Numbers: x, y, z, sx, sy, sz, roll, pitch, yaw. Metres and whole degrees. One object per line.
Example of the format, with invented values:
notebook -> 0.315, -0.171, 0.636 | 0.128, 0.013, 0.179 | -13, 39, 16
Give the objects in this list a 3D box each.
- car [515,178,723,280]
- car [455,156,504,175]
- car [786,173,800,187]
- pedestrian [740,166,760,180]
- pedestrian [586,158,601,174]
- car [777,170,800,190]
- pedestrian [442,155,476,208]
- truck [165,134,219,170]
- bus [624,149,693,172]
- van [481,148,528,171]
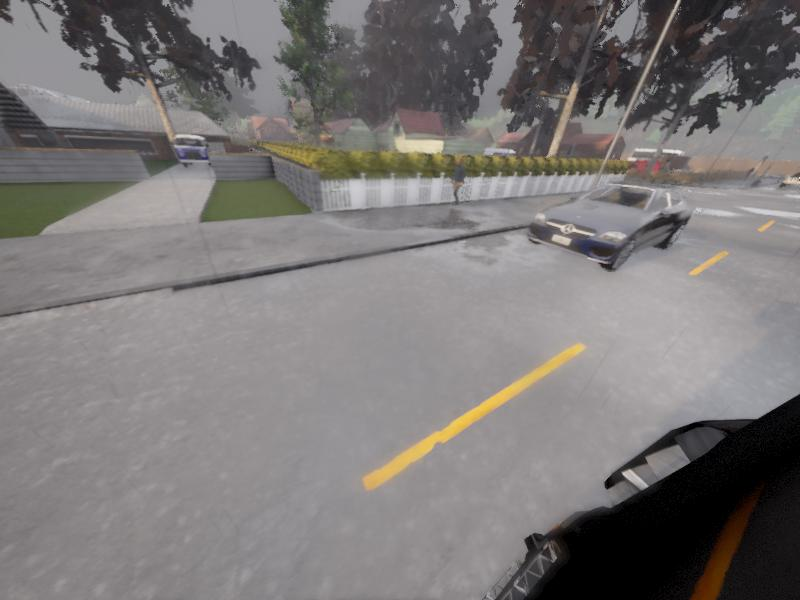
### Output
car -> 5.982, -2.277, 6.373 | 5.027, 1.651, 2.152 | -16, 38, -26
car -> 7.679, -12.997, 22.380 | 4.181, 1.381, 1.994 | -16, 38, -26
car -> 54.891, -16.257, 31.288 | 4.892, 1.490, 1.837 | -16, 38, -26
pedestrian -> 53.733, -19.464, 35.461 | 0.751, 1.860, 0.751 | -16, 38, -26
pedestrian -> 26.990, -18.649, 32.173 | 0.751, 1.860, 0.751 | -18, 39, -29
car -> 48.090, -14.464, 27.721 | 4.605, 1.855, 1.932 | -16, 38, -26
pedestrian -> 2.432, -4.931, 9.644 | 0.751, 1.860, 0.751 | -16, 38, -26
truck -> -15.386, -11.211, 17.434 | 2.069, 2.038, 4.478 | -16, 38, -26
bus -> 64.758, -35.467, 58.444 | 3.944, 4.253, 10.273 | -16, 38, -26
van -> 14.957, -20.483, 33.628 | 1.988, 2.561, 5.915 | -16, 38, -26
